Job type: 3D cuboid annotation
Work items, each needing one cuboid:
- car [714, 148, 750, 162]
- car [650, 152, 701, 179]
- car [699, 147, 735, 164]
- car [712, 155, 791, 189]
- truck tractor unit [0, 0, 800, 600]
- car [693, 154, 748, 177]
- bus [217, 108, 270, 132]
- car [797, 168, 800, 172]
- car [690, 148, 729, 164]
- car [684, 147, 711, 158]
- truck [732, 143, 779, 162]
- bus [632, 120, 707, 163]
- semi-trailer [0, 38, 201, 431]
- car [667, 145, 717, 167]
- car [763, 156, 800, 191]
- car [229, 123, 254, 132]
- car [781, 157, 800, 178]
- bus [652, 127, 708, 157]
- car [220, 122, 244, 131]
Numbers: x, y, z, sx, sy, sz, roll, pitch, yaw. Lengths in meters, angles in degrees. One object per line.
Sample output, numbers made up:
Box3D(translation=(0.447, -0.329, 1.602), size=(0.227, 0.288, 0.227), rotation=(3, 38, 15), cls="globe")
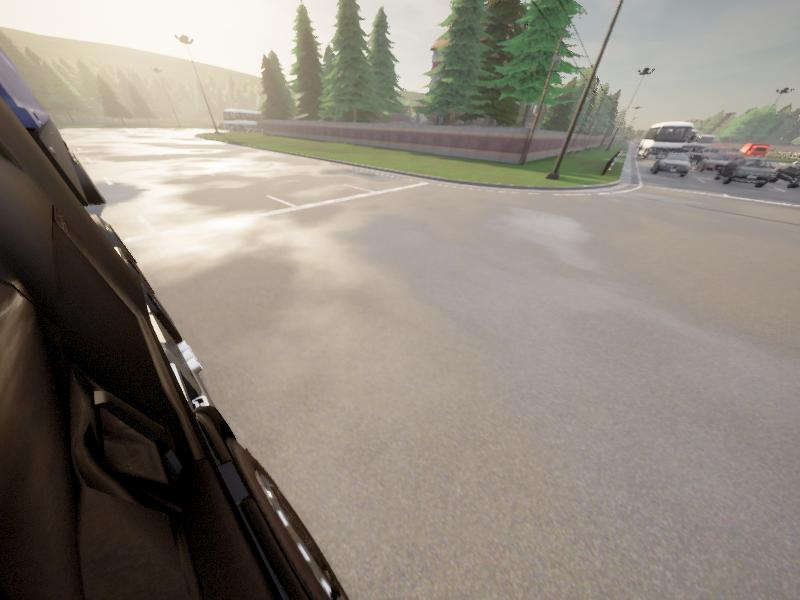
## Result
Box3D(translation=(55.812, -24.559, 38.965), size=(2.242, 1.667, 4.611), rotation=(28, 43, 30), cls="car")
Box3D(translation=(22.166, -11.053, 18.786), size=(1.812, 1.442, 4.674), rotation=(28, 43, 30), cls="car")
Box3D(translation=(46.257, -21.213, 33.836), size=(2.242, 1.667, 4.611), rotation=(31, 45, 32), cls="car")
Box3D(translation=(23.518, -8.754, 15.689), size=(1.789, 1.549, 3.705), rotation=(28, 43, 30), cls="car")
Box3D(translation=(-2.645, -0.295, 0.352), size=(6.516, 4.208, 3.053), rotation=(28, 44, 30), cls="truck tractor unit")
Box3D(translation=(29.125, -12.447, 21.179), size=(1.994, 1.385, 4.181), rotation=(28, 44, 30), cls="car")
Box3D(translation=(-37.302, -43.251, 55.839), size=(3.944, 4.253, 10.273), rotation=(10, 37, 10), cls="bus")
Box3D(translation=(45.886, -14.306, 24.777), size=(1.994, 1.385, 4.181), rotation=(28, 43, 30), cls="car")
Box3D(translation=(42.495, -19.816, 31.712), size=(4.611, 1.667, 2.242), rotation=(-21, 43, -29), cls="car")
Box3D(translation=(55.919, -27.840, 43.544), size=(2.163, 1.488, 4.792), rotation=(28, 43, 30), cls="car")
Box3D(translation=(61.999, -25.869, 40.463), size=(2.627, 2.467, 5.204), rotation=(28, 43, 30), cls="truck")
Box3D(translation=(36.875, -22.241, 32.392), size=(3.944, 4.253, 10.273), rotation=(23, 41, 26), cls="bus")
Box3D(translation=(-8.671, -3.616, 4.264), size=(14.254, 4.402, 2.717), rotation=(28, 44, 30), cls="semi-trailer")
Box3D(translation=(34.987, -17.456, 27.874), size=(1.905, 1.878, 3.866), rotation=(15, 40, 17), cls="car")
Box3D(translation=(27.840, -8.489, 15.558), size=(2.152, 1.651, 5.027), rotation=(28, 43, 30), cls="car")
Box3D(translation=(-40.269, -44.008, 58.942), size=(1.801, 1.575, 5.366), rotation=(10, 37, 10), cls="car")
Box3D(translation=(37.603, -11.905, 20.914), size=(1.970, 1.475, 3.806), rotation=(28, 43, 29), cls="car")
Box3D(translation=(54.282, -30.996, 45.364), size=(3.944, 4.253, 10.273), rotation=(25, 42, 26), cls="bus")
Box3D(translation=(-43.513, -44.945, 59.904), size=(2.033, 1.649, 4.856), rotation=(10, 37, 10), cls="car")
